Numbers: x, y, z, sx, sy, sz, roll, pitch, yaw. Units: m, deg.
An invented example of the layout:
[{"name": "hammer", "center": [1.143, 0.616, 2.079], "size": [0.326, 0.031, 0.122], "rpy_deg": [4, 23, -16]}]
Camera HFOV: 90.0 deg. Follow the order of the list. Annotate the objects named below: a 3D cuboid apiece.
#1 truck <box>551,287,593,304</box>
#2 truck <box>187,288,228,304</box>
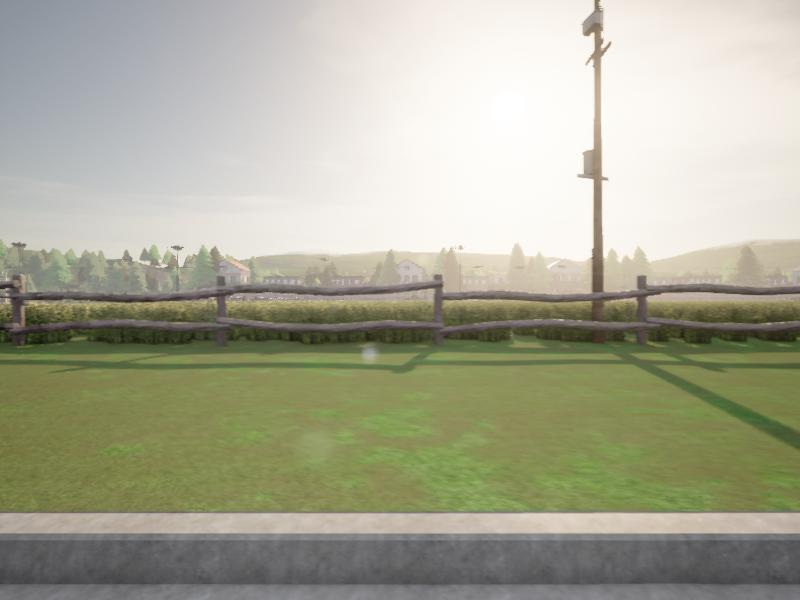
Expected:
[{"name": "truck", "center": [39.299, -0.959, 91.608], "size": [8.468, 3.827, 2.891], "rpy_deg": [0, 0, 0]}, {"name": "truck", "center": [-45.921, -0.885, 95.544], "size": [8.468, 3.827, 2.891], "rpy_deg": [0, 0, 0]}]
